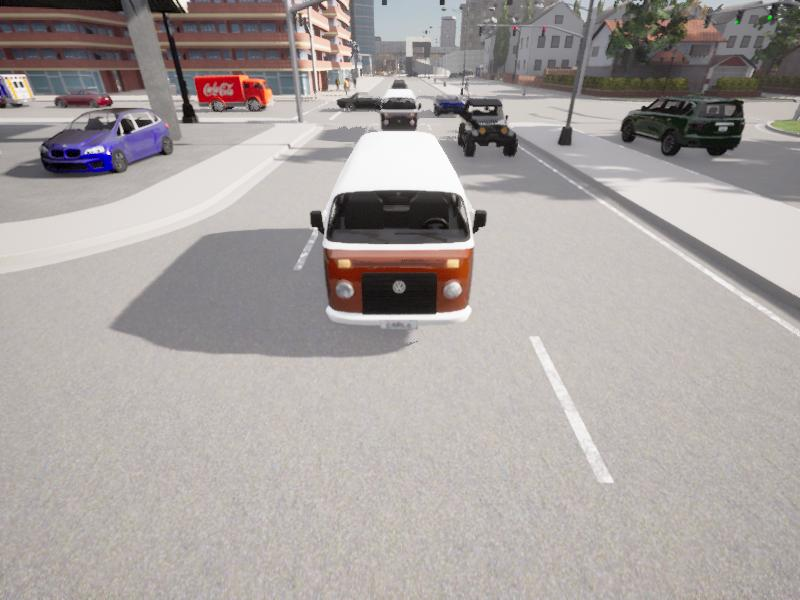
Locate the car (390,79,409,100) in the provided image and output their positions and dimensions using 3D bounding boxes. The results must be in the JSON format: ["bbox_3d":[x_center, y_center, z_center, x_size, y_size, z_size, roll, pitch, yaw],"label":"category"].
[{"bbox_3d":[-0.079,-22.507,42.687,1.932,1.855,4.605,0,30,0],"label":"car"}]

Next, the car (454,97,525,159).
[{"bbox_3d":[3.463,-7.081,16.264,1.905,1.878,3.866,0,30,0],"label":"car"}]

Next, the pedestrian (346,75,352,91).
[{"bbox_3d":[-6.913,-29.485,54.302,0.751,1.860,0.751,-1,30,-3],"label":"pedestrian"}]

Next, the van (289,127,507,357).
[{"bbox_3d":[-0.028,-1.314,6.247,2.069,2.038,4.480,0,30,0],"label":"van"}]

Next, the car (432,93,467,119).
[{"bbox_3d":[3.443,-13.922,28.567,1.895,1.301,4.718,0,30,0],"label":"car"}]

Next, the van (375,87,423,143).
[{"bbox_3d":[-0.043,-9.239,19.802,2.069,2.038,4.480,0,31,0],"label":"van"}]

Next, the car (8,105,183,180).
[{"bbox_3d":[-9.742,-5.473,13.496,2.242,1.667,4.611,0,30,0],"label":"car"}]

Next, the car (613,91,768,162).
[{"bbox_3d":[11.465,-7.347,16.565,2.150,2.045,5.566,0,30,0],"label":"car"}]

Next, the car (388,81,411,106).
[{"bbox_3d":[-0.071,-18.863,36.449,1.932,1.855,4.605,0,30,0],"label":"car"}]

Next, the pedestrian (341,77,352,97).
[{"bbox_3d":[-5.853,-23.265,43.654,0.751,1.860,0.751,26,39,37],"label":"pedestrian"}]

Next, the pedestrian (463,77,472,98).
[{"bbox_3d":[6.990,-22.134,41.718,0.751,1.860,0.751,4,31,6],"label":"pedestrian"}]

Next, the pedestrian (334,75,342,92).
[{"bbox_3d":[-7.977,-27.770,51.338,0.751,1.860,0.751,1,30,2],"label":"pedestrian"}]

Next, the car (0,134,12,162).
[{"bbox_3d":[-15.486,-4.945,12.912,1.970,1.475,3.806,0,30,0],"label":"car"}]

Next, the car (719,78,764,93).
[{"bbox_3d":[41.333,-26.103,48.565,1.970,1.475,3.806,0,30,0],"label":"car"}]

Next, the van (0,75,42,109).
[{"bbox_3d":[-34.637,-17.468,33.516,6.366,2.431,2.351,-1,30,-1],"label":"van"}]

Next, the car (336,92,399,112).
[{"bbox_3d":[-2.468,-15.475,31.226,4.718,1.301,1.895,0,30,0],"label":"car"}]

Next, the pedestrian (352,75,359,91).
[{"bbox_3d":[-5.889,-28.496,52.610,0.751,1.860,0.751,-7,31,-12],"label":"pedestrian"}]

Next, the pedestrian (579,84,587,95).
[{"bbox_3d":[21.133,-24.294,46.170,0.500,1.100,0.500,-2,30,-3],"label":"pedestrian"}]

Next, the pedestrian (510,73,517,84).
[{"bbox_3d":[21.091,-41.120,74.225,0.751,1.860,0.751,0,30,1],"label":"pedestrian"}]

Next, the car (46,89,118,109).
[{"bbox_3d":[-26.867,-17.077,33.897,4.181,1.385,1.994,0,30,0],"label":"car"}]

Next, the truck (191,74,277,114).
[{"bbox_3d":[-12.611,-15.917,30.842,5.204,2.467,2.627,-2,30,-1],"label":"truck"}]
